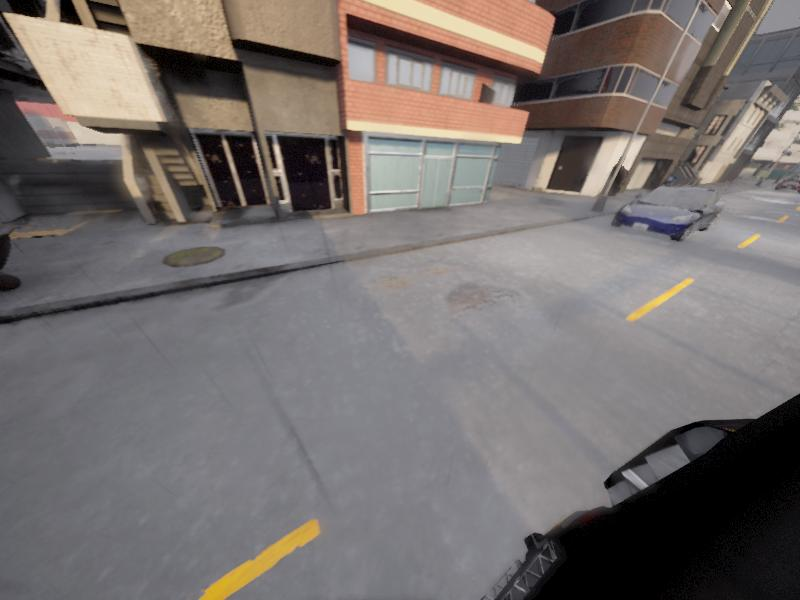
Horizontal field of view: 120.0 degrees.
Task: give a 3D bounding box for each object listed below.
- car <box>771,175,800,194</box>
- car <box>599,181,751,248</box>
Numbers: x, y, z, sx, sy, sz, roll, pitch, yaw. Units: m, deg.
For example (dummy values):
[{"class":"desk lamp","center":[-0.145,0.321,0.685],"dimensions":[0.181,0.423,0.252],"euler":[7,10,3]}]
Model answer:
[{"class":"car","center":[42.416,-12.494,24.855],"dimensions":[4.193,1.474,1.816],"euler":[-16,38,-26]},{"class":"car","center":[10.044,-3.339,8.467],"dimensions":[4.792,1.488,2.163],"euler":[-16,38,-26]}]
